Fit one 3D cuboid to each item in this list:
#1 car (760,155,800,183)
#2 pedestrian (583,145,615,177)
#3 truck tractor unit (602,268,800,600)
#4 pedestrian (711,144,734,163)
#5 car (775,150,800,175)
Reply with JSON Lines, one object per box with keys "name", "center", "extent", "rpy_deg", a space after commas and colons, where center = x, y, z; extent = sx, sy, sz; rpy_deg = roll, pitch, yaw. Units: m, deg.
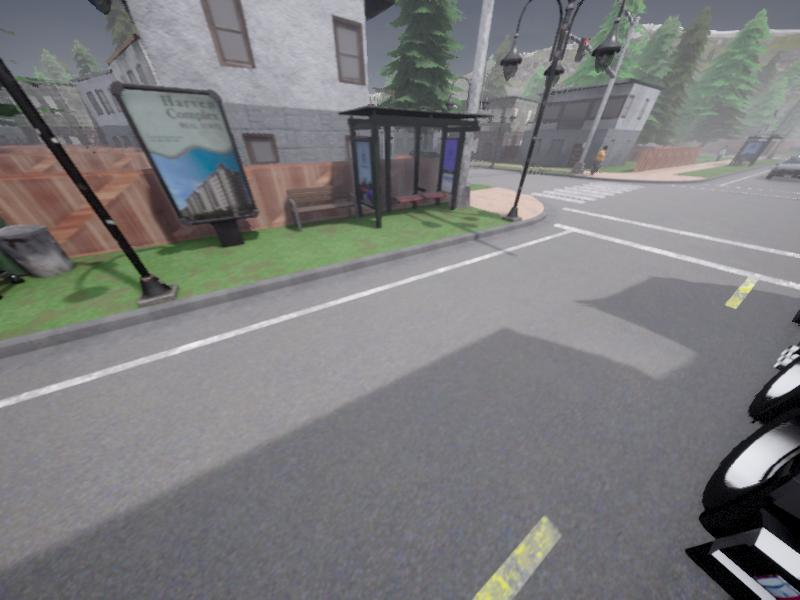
{"name": "car", "center": [28.889, -9.565, 16.759], "extent": [5.357, 1.411, 2.033], "rpy_deg": [-19, 39, -25]}
{"name": "pedestrian", "center": [13.669, -9.590, 15.921], "extent": [0.751, 1.860, 0.751], "rpy_deg": [-14, 37, -20]}
{"name": "truck tractor unit", "center": [5.115, -0.297, 0.774], "extent": [6.516, 4.208, 3.053], "rpy_deg": [-18, 39, -24]}
{"name": "pedestrian", "center": [38.328, -17.486, 27.500], "extent": [0.751, 1.860, 0.751], "rpy_deg": [-22, 41, -29]}
{"name": "car", "center": [35.116, -11.777, 19.789], "extent": [5.027, 1.651, 2.152], "rpy_deg": [-19, 39, -25]}
